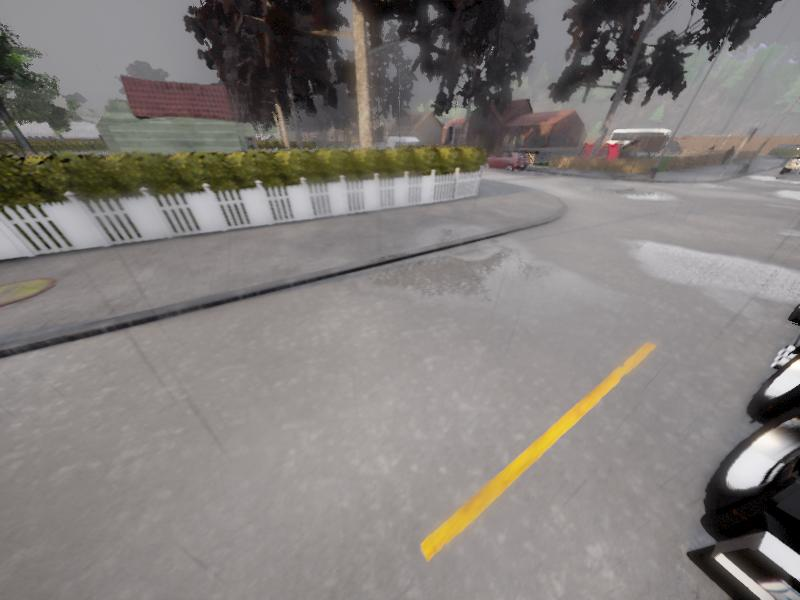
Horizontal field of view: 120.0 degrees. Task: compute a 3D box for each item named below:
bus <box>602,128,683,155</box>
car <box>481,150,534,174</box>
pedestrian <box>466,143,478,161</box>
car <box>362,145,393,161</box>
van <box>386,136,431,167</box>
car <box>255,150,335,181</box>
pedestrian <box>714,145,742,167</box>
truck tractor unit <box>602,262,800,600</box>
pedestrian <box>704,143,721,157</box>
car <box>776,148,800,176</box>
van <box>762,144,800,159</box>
[{"bbox_3d":[50.623,-33.520,48.903,3.944,4.253,10.273,-18,39,-24],"label":"bus"},{"bbox_3d":[9.259,-12.199,20.289,1.845,1.501,3.633,-18,39,-24],"label":"car"},{"bbox_3d":[9.069,-18.679,29.088,0.751,1.860,0.751,-18,39,-24],"label":"pedestrian"},{"bbox_3d":[-3.089,-19.962,31.262,2.152,1.651,5.027,-18,39,-24],"label":"car"},{"bbox_3d":[0.748,-16.532,25.570,1.988,2.561,5.915,-18,39,-24],"label":"van"},{"bbox_3d":[-6.553,-8.595,14.650,4.181,1.381,1.994,-18,39,-24],"label":"car"},{"bbox_3d":[33.675,-14.803,23.725,0.751,1.860,0.751,-16,38,-23],"label":"pedestrian"},{"bbox_3d":[5.108,-0.302,0.791,6.516,4.208,3.053,-18,39,-24],"label":"truck tractor unit"},{"bbox_3d":[52.109,-24.989,38.527,0.751,1.860,0.751,-18,39,-24],"label":"pedestrian"},{"bbox_3d":[33.905,-11.381,19.015,4.605,1.855,1.932,-18,39,-24],"label":"car"},{"bbox_3d":[63.593,-24.155,37.538,1.775,1.987,4.442,-18,39,-24],"label":"van"}]
